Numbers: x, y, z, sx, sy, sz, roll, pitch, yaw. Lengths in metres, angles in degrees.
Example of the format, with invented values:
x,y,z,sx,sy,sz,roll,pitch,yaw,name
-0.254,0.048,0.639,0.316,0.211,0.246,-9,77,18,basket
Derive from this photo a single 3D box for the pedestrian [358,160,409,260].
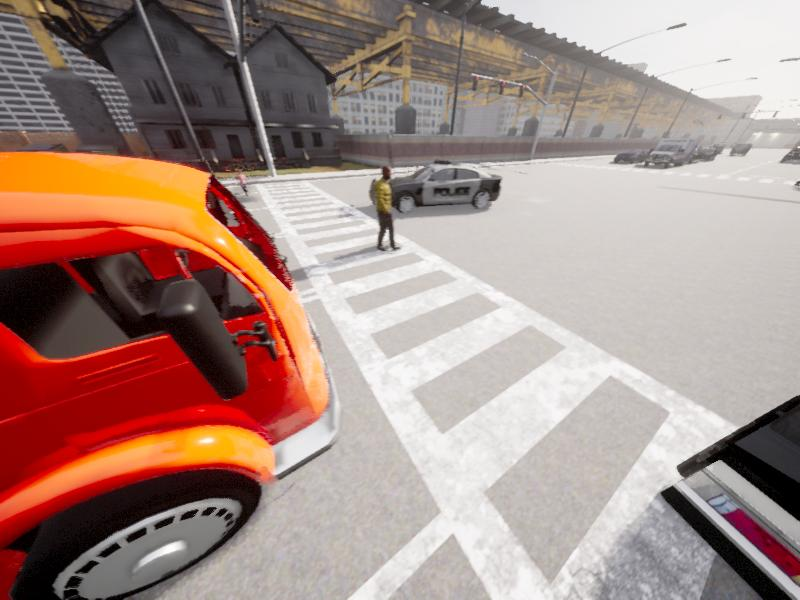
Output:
x,y,z,sx,sy,sz,roll,pitch,yaw,name
-0.307,-1.957,5.094,0.751,1.860,0.751,14,37,18,pedestrian

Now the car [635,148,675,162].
x,y,z,sx,sy,sz,roll,pitch,yaw,name
34.278,-19.544,31.039,5.357,1.411,2.033,-20,40,-26,car

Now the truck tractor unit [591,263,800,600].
x,y,z,sx,sy,sz,roll,pitch,yaw,name
5.275,-0.090,0.487,6.516,4.208,3.053,-10,36,-15,truck tractor unit

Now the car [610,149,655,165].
x,y,z,sx,sy,sz,roll,pitch,yaw,name
27.913,-17.248,27.687,5.357,1.411,2.033,-20,40,-26,car

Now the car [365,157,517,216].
x,y,z,sx,sy,sz,roll,pitch,yaw,name
1.435,-4.548,9.039,5.238,1.638,1.930,-8,36,-12,car

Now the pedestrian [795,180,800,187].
x,y,z,sx,sy,sz,roll,pitch,yaw,name
24.882,-7.719,13.626,0.751,1.860,0.751,-21,40,-28,pedestrian

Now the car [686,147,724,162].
x,y,z,sx,sy,sz,roll,pitch,yaw,name
41.456,-19.789,31.389,4.892,1.490,1.837,-20,40,-26,car

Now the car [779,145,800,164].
x,y,z,sx,sy,sz,roll,pitch,yaw,name
51.893,-18.936,29.978,4.605,1.855,1.932,-20,40,-26,car

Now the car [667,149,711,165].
x,y,z,sx,sy,sz,roll,pitch,yaw,name
35.229,-17.500,28.140,5.357,1.411,2.033,-20,40,-26,car

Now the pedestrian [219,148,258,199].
x,y,z,sx,sy,sz,roll,pitch,yaw,name
-7.005,-5.512,10.071,0.751,1.860,0.751,-24,42,-31,pedestrian

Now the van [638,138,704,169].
x,y,z,sx,sy,sz,roll,pitch,yaw,name
28.533,-15.508,24.317,6.366,2.431,2.351,-20,40,-26,van

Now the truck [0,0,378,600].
x,y,z,sx,sy,sz,roll,pitch,yaw,name
-3.088,0.649,0.885,5.204,2.467,2.627,-21,40,-26,truck
